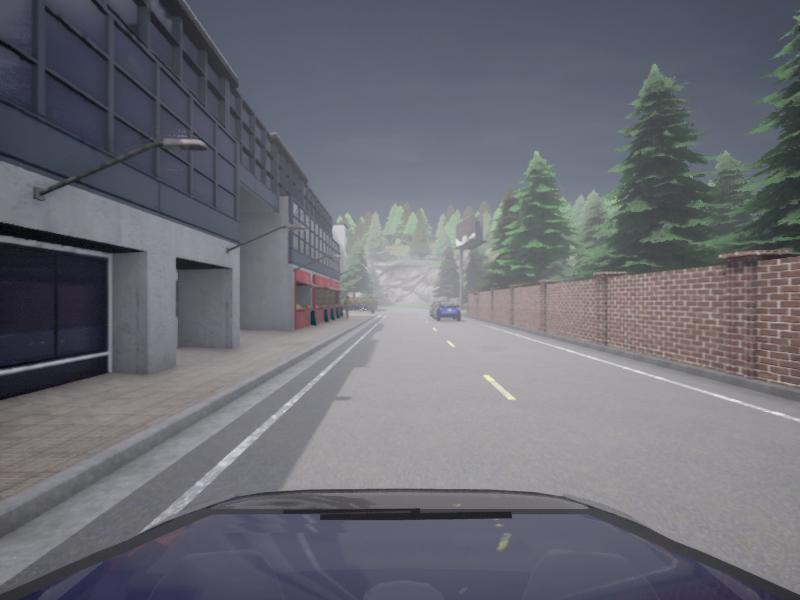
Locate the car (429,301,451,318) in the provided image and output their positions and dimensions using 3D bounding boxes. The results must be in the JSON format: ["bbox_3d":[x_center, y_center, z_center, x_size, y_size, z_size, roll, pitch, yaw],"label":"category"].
[{"bbox_3d":[3.782,0.866,38.439,1.789,1.549,3.705,0,0,0],"label":"car"}]

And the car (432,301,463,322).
[{"bbox_3d":[3.736,0.871,32.022,2.007,1.525,4.514,0,0,0],"label":"car"}]

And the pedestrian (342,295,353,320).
[{"bbox_3d":[-3.950,0.525,29.957,0.751,1.860,0.751,0,0,-1],"label":"pedestrian"}]

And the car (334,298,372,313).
[{"bbox_3d":[-5.963,0.681,50.649,4.611,1.667,2.242,1,0,-6],"label":"car"}]
